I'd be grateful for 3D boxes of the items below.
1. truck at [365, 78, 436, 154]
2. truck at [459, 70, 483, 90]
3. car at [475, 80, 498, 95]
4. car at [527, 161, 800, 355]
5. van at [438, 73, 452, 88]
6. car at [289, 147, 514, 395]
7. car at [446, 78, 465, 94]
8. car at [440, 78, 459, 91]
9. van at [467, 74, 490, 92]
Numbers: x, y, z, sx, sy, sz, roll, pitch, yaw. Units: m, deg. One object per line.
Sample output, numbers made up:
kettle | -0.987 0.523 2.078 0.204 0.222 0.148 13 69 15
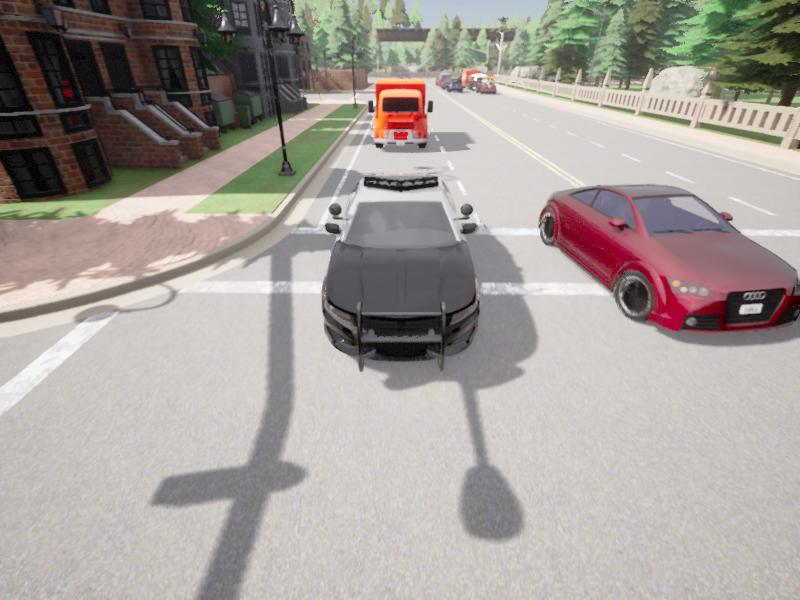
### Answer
truck | 0.023 -8.195 17.507 2.627 2.467 5.204 0 31 0
truck | 10.559 -33.101 60.018 2.627 2.467 5.204 0 30 0
car | 10.548 -26.004 48.890 1.970 1.475 3.806 0 30 0
car | 3.950 -1.048 6.417 1.994 1.385 4.181 -4 31 -7
van | 7.057 -34.758 63.320 1.775 1.987 4.442 0 30 0
car | 0.015 -1.020 6.098 1.930 1.638 5.238 0 30 0
car | 7.051 -27.584 51.456 1.851 1.617 3.988 0 30 0
car | 7.055 -30.910 57.341 2.033 1.411 5.357 0 30 0
van | 10.552 -29.407 54.139 2.069 2.038 4.480 0 30 0
